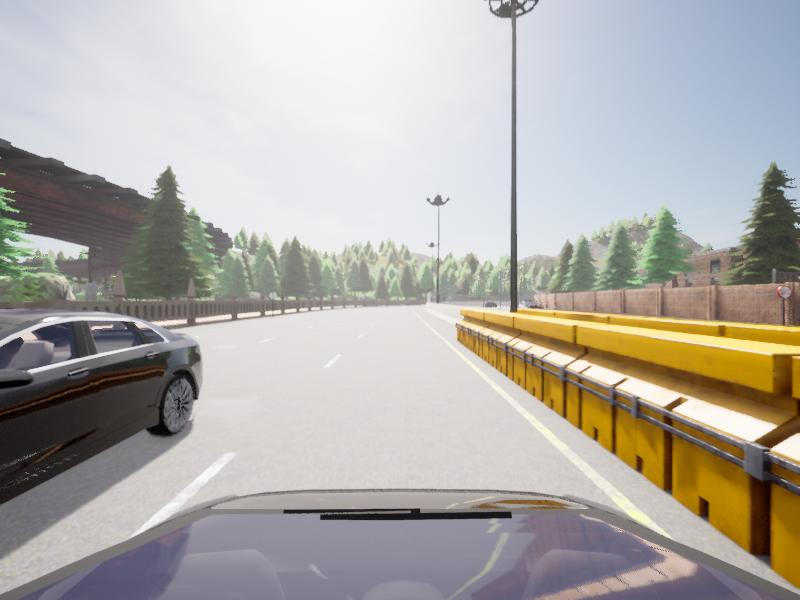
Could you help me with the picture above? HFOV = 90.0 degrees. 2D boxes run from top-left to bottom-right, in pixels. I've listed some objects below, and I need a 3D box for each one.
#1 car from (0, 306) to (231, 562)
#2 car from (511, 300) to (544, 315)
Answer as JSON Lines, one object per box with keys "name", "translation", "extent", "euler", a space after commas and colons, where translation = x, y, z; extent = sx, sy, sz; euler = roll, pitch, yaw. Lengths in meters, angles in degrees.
{"name": "car", "translation": [-3.498, 0.837, 3.296], "extent": [2.128, 1.511, 4.902], "euler": [0, 0, 0]}
{"name": "car", "translation": [13.995, 0.824, 44.118], "extent": [2.038, 1.542, 4.974], "euler": [0, 0, 0]}
